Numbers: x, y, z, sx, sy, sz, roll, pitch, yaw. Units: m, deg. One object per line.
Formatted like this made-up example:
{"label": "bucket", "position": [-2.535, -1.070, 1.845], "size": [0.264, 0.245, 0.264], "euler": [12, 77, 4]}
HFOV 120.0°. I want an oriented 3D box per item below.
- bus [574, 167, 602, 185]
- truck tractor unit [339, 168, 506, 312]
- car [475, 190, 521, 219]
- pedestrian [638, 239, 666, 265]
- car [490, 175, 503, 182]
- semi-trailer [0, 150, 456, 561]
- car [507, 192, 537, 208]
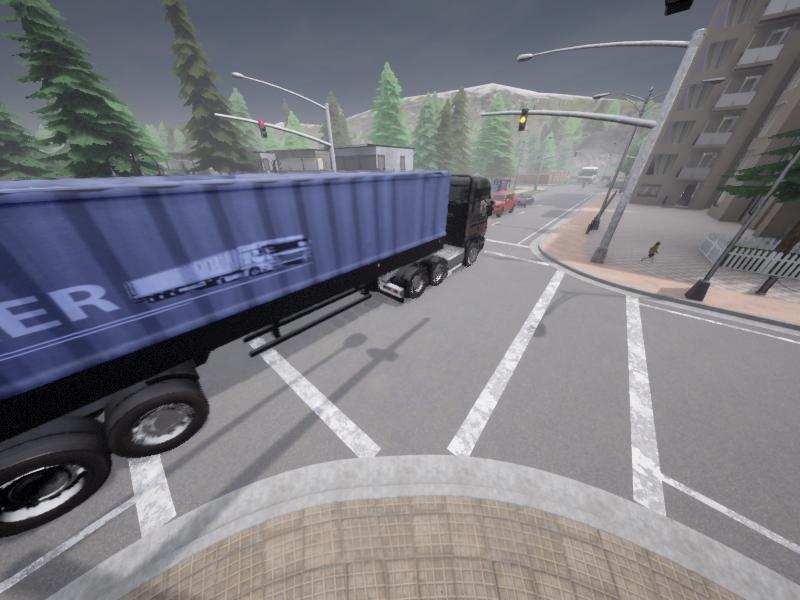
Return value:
{"label": "bus", "position": [53.958, -35.694, 66.140], "size": [3.944, 4.253, 10.273], "euler": [24, 38, 35]}
{"label": "truck tractor unit", "position": [1.298, -3.160, 9.809], "size": [3.053, 4.208, 6.516], "euler": [24, 38, 35]}
{"label": "car", "position": [10.071, -9.866, 23.608], "size": [2.150, 2.045, 5.566], "euler": [24, 38, 35]}
{"label": "pedestrian", "position": [12.149, -2.326, 11.162], "size": [0.500, 1.100, 0.500], "euler": [20, 36, 31]}
{"label": "car", "position": [29.590, -37.325, 71.038], "size": [1.932, 1.855, 4.605], "euler": [23, 37, 34]}
{"label": "semi-trailer", "position": [-3.938, -0.274, 4.619], "size": [2.717, 4.402, 14.254], "euler": [24, 38, 35]}
{"label": "car", "position": [15.349, -12.575, 28.979], "size": [1.994, 1.385, 4.181], "euler": [24, 38, 35]}
